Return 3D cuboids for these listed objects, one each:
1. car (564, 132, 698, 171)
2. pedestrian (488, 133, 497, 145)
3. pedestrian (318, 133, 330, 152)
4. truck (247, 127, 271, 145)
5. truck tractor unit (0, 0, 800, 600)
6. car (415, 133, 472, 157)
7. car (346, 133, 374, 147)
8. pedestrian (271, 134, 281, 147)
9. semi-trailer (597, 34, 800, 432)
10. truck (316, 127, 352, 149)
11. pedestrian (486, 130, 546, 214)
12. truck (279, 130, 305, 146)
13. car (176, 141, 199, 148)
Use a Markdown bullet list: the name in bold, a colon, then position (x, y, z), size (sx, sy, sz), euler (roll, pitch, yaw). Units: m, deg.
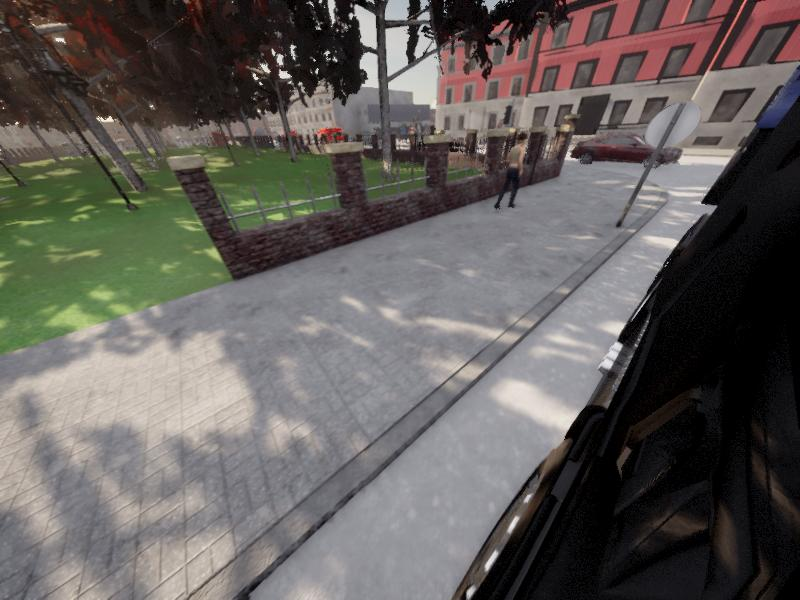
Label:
- **car**: position (12.079, -8.141, 12.513), size (1.812, 1.442, 4.674), euler (-27, 43, -29)
- **pedestrian**: position (10.332, -17.932, 25.760), size (0.500, 1.100, 0.500), euler (-21, 40, -22)
- **pedestrian**: position (-9.106, -18.835, 27.628), size (0.751, 1.860, 0.751), euler (-27, 43, -29)
- **truck**: position (-38.624, -44.784, 63.147), size (2.891, 3.827, 8.468), euler (-27, 43, -29)
- **truck tractor unit**: position (2.645, -0.295, 0.352), size (6.516, 4.208, 3.053), euler (-28, 44, -30)
- **car**: position (3.722, -14.097, 20.936), size (1.882, 1.535, 5.008), euler (-27, 43, -29)
- **car**: position (-6.311, -25.052, 36.144), size (2.033, 1.649, 4.856), euler (-27, 43, -29)
- **pedestrian**: position (-22.367, -28.758, 41.749), size (0.751, 1.860, 0.751), euler (25, 45, 32)
- **semi-trailer**: position (8.739, -3.584, 4.176), size (14.254, 4.402, 2.717), euler (-28, 43, -29)
- **truck**: position (-9.869, -24.090, 34.407), size (2.627, 2.467, 5.204), euler (-27, 43, -29)
- **pedestrian**: position (3.104, -3.486, 6.341), size (0.751, 1.860, 0.751), euler (-19, 40, -21)
- **truck**: position (-21.617, -32.408, 46.285), size (2.627, 2.467, 5.204), euler (-27, 43, -29)
- **car**: position (-66.542, -48.654, 72.252), size (5.027, 1.651, 2.152), euler (-27, 43, -29)
